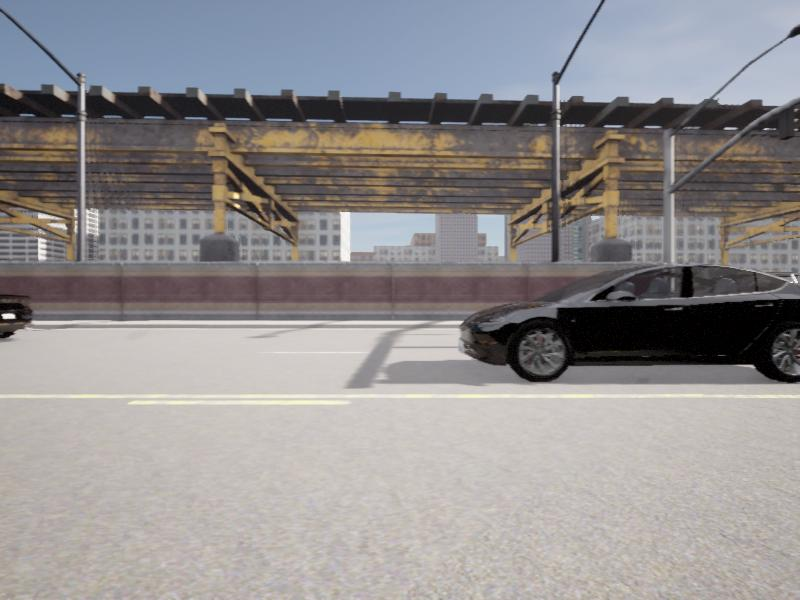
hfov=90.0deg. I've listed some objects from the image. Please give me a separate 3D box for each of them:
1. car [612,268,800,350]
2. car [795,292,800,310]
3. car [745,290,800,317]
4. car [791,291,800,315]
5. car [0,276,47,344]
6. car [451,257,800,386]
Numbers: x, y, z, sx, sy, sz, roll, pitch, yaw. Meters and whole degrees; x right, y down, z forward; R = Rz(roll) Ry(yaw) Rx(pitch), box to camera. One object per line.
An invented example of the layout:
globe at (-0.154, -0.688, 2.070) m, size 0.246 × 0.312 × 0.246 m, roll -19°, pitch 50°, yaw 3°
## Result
car at (7.965, 0.183, 9.220) m, size 5.027 × 1.651 × 2.152 m, roll 0°, pitch 0°, yaw 0°
car at (29.118, 0.045, 26.036) m, size 4.536 × 1.218 × 1.853 m, roll 0°, pitch 0°, yaw 28°
car at (23.800, 0.202, 25.207) m, size 4.974 × 1.542 × 2.038 m, roll 0°, pitch 0°, yaw -37°
car at (29.164, 0.203, 26.011) m, size 4.974 × 1.542 × 2.038 m, roll 0°, pitch 0°, yaw 28°
car at (-11.423, 0.219, 9.169) m, size 5.008 × 1.535 × 1.882 m, roll 0°, pitch 0°, yaw 0°
car at (3.265, 0.251, 5.689) m, size 4.792 × 1.488 × 2.163 m, roll 0°, pitch 0°, yaw 0°
